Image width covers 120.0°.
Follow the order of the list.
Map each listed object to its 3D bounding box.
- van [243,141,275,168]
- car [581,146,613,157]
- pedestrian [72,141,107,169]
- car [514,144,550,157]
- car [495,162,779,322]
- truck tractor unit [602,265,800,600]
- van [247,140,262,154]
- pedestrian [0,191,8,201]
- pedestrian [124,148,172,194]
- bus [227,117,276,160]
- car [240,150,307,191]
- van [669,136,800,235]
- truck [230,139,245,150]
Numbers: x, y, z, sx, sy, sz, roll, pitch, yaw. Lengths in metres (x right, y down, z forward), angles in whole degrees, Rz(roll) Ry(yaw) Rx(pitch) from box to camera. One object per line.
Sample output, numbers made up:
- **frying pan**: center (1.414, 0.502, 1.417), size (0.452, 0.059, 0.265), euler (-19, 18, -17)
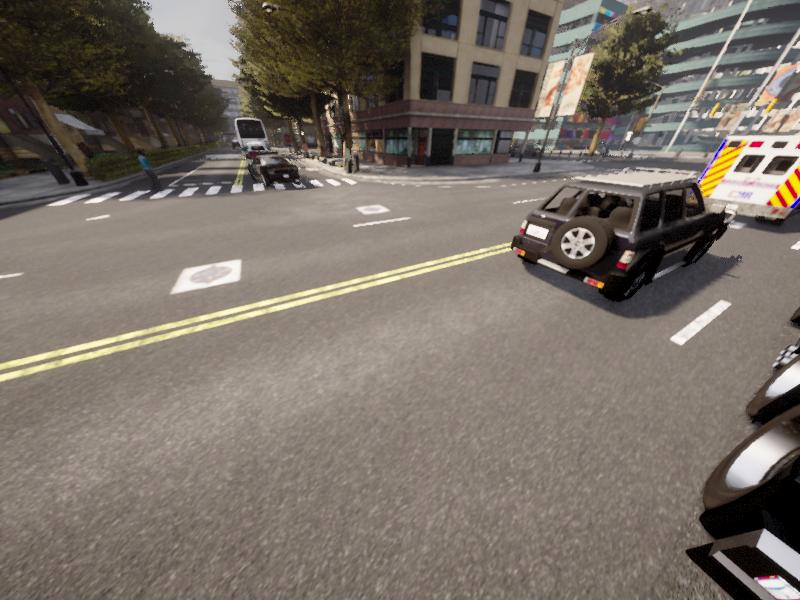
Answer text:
- **van**: center (-14.450, -15.009, 23.671), size (2.069, 2.038, 4.480), euler (-17, 39, -23)
- **car**: center (34.680, -26.325, 40.841), size (1.845, 1.501, 3.633), euler (-18, 39, -24)
- **pedestrian**: center (-24.907, -11.640, 18.574), size (0.751, 1.860, 0.751), euler (-20, 40, -27)
- **car**: center (22.441, -25.501, 39.417), size (2.242, 1.667, 4.611), euler (-16, 38, -23)
- **car**: center (4.526, -1.525, 4.595), size (4.605, 1.855, 1.932), euler (-17, 38, -23)
- **truck tractor unit**: center (5.112, -0.299, 0.779), size (6.516, 4.208, 3.053), euler (-18, 39, -24)
- **van**: center (-26.812, -28.248, 42.634), size (1.775, 1.987, 4.442), euler (-17, 38, -23)
- **pedestrian**: center (-16.359, -4.649, 8.602), size (0.751, 1.860, 0.751), euler (-19, 39, -25)
- **pedestrian**: center (-12.083, -6.213, 11.157), size (0.751, 1.860, 0.751), euler (-18, 39, -25)
- **bus**: center (-20.498, -22.266, 32.103), size (3.944, 4.253, 10.273), euler (-17, 38, -23)
- **car**: center (-7.826, -8.050, 14.071), size (1.930, 1.638, 5.238), euler (-26, 42, -32)
- **van**: center (13.457, -4.397, 8.328), size (6.366, 2.431, 2.351), euler (-17, 38, -23)
- **truck**: center (-40.710, -39.014, 57.884), size (2.390, 2.098, 6.274), euler (-17, 38, -23)
